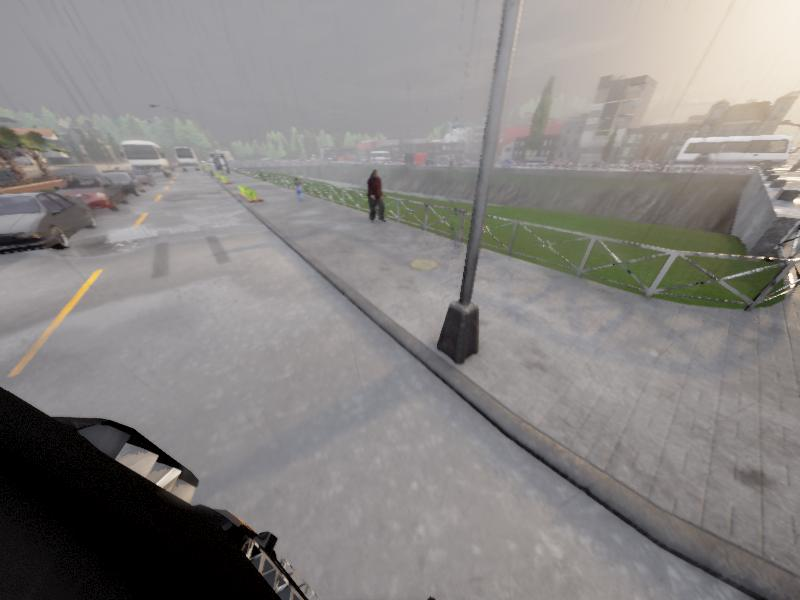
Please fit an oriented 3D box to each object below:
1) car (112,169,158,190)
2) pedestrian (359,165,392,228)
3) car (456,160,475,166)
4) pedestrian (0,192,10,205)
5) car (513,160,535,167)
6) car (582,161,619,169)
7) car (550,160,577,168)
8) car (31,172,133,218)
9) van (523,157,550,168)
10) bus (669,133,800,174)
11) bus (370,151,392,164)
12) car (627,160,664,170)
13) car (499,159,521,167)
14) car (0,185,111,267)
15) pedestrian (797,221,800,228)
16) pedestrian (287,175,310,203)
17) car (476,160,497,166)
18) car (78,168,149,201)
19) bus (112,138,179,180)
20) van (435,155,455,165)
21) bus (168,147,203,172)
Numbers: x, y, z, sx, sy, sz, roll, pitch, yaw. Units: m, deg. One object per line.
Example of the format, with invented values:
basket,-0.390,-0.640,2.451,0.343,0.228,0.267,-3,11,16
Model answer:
car,-24.823,-11.474,21.847,1.994,1.385,4.181,-22,38,-31
pedestrian,-0.824,-3.587,8.025,0.751,1.860,0.751,-23,38,-31
car,18.468,-38.898,65.357,1.812,1.442,4.674,-23,38,-31
pedestrian,-22.738,-6.133,12.483,0.751,1.860,0.751,-25,39,-33
car,30.813,-33.992,57.312,1.994,1.385,4.181,-23,38,-31
car,37.982,-25.690,43.865,1.895,1.301,4.718,-23,38,-31
car,34.034,-28.423,48.169,1.970,1.475,3.806,-23,38,-31
car,-15.854,-5.521,11.870,1.851,1.617,3.988,-23,38,-31
van,30.599,-30.955,51.827,1.775,1.987,4.442,-22,38,-31
bus,47.282,-20.830,33.066,3.944,4.253,10.273,-23,38,-32
bus,-7.830,-57.902,93.788,3.944,4.253,10.273,-23,38,-31
car,41.870,-23.141,39.516,1.970,1.475,3.806,-23,38,-31
car,26.737,-33.341,56.225,1.816,1.474,4.193,-23,38,-31
car,-11.547,-2.529,7.173,2.033,1.411,5.357,-23,38,-31
pedestrian,13.590,-3.108,7.022,0.751,1.860,0.751,-22,38,-31
pedestrian,-5.540,-6.100,12.688,0.751,1.300,0.751,-19,36,-27
car,22.732,-35.962,60.691,1.895,1.301,4.718,-23,38,-31
car,-20.057,-8.371,16.505,1.930,1.638,5.238,-23,38,-31
bus,-34.808,-19.514,32.269,3.944,4.253,10.273,-22,37,-31
van,13.635,-42.611,70.388,1.988,2.561,5.915,-23,38,-31
bus,-46.564,-30.688,50.466,3.944,4.253,10.273,-22,38,-31
